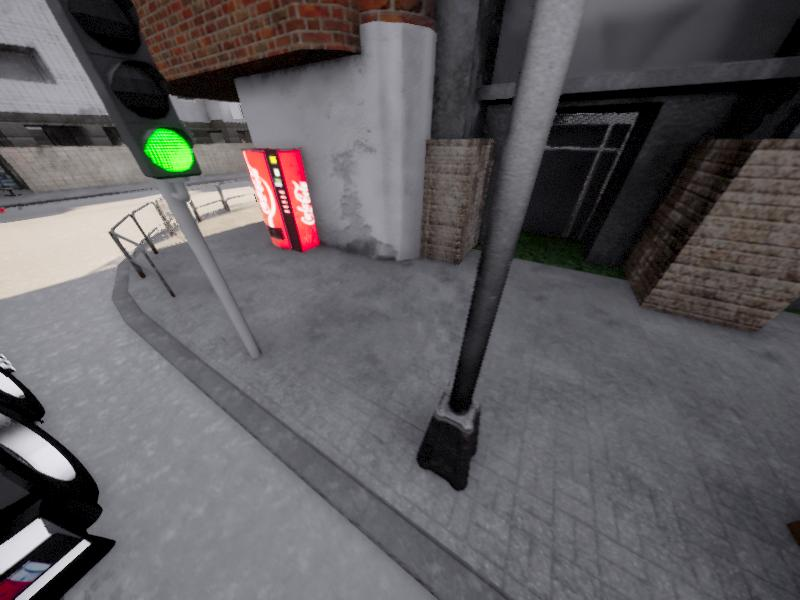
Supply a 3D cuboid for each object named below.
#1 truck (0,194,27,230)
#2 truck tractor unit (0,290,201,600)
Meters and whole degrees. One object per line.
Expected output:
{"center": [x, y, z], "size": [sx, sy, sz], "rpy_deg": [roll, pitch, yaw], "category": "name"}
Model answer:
{"center": [-13.365, -1.618, 3.053], "size": [2.891, 3.827, 8.468], "rpy_deg": [-5, 35, -6], "category": "truck"}
{"center": [-5.160, -0.246, 0.726], "size": [6.516, 4.208, 3.053], "rpy_deg": [16, 38, 22], "category": "truck tractor unit"}
